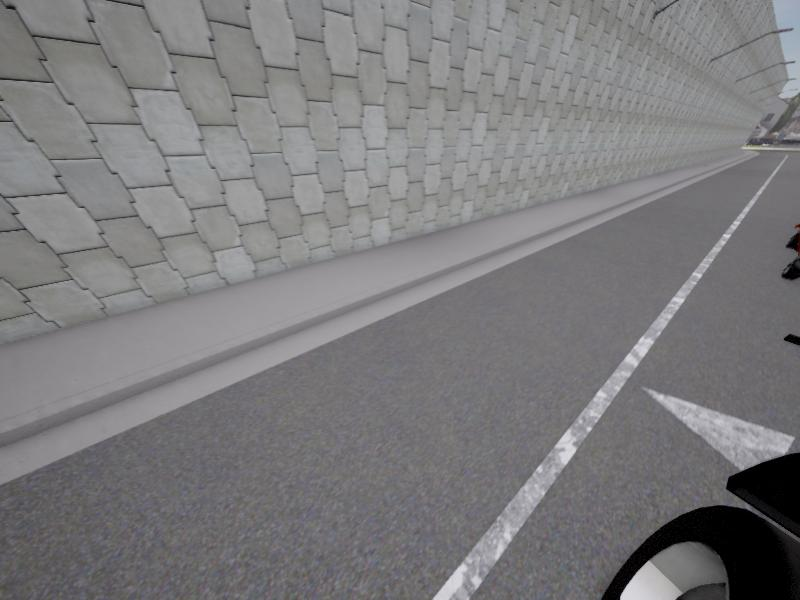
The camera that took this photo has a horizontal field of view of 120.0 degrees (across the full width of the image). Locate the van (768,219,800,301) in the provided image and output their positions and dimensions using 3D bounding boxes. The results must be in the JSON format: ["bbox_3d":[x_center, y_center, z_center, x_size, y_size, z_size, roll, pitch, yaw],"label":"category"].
[{"bbox_3d":[8.833,-1.277,3.959,4.442,1.987,1.775,-22,40,-28],"label":"van"}]
